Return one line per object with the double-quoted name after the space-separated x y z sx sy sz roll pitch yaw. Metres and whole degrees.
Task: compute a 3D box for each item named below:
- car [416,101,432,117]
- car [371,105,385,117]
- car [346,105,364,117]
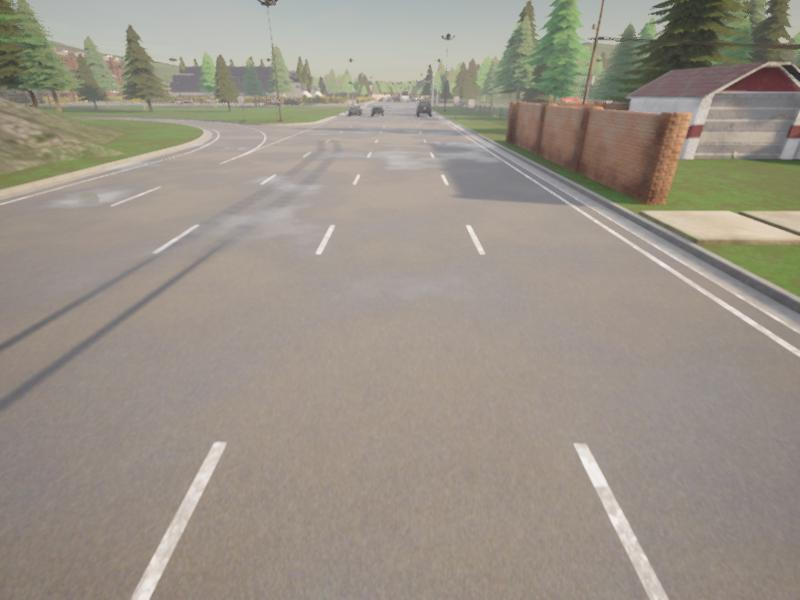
3.626 -29.219 61.135 2.150 2.045 5.566 0 27 0 "car"
-3.374 -29.075 61.412 1.837 1.490 4.892 0 26 0 "car"
-6.873 -29.316 61.862 2.128 1.511 4.902 0 27 0 "car"
